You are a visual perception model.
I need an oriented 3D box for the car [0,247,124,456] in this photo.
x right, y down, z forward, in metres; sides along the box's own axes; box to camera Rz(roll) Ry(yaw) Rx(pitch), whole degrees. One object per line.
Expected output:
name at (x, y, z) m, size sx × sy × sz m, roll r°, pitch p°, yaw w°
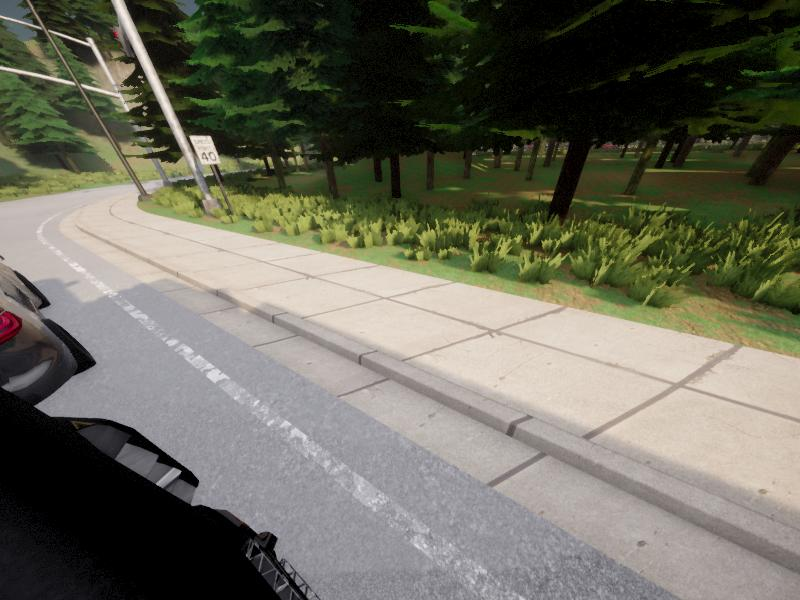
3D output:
car at (-5.789, 0.289, 2.440) m, size 4.611 × 1.667 × 2.242 m, roll 16°, pitch 38°, yaw 26°
